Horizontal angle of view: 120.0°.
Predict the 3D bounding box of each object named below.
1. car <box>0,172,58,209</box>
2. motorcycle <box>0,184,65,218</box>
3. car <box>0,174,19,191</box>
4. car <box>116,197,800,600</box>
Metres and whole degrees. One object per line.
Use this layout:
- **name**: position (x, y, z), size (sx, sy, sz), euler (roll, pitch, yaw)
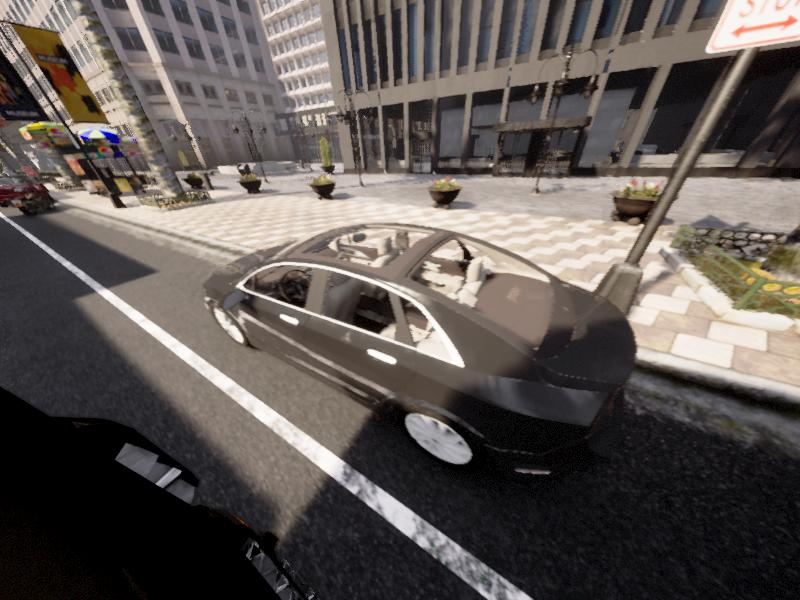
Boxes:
- **car**: position (-25.919, -7.451, 15.493), size (4.553, 1.767, 2.185), euler (16, 38, 26)
- **motorcycle**: position (-19.618, -5.323, 12.335), size (0.764, 1.277, 2.356), euler (-19, 37, -23)
- **car**: position (-44.764, -12.898, 25.373), size (4.792, 1.488, 2.163), euler (16, 38, 26)
- **car**: position (-0.499, -0.084, 2.748), size (4.892, 1.521, 2.231), euler (16, 38, 26)
